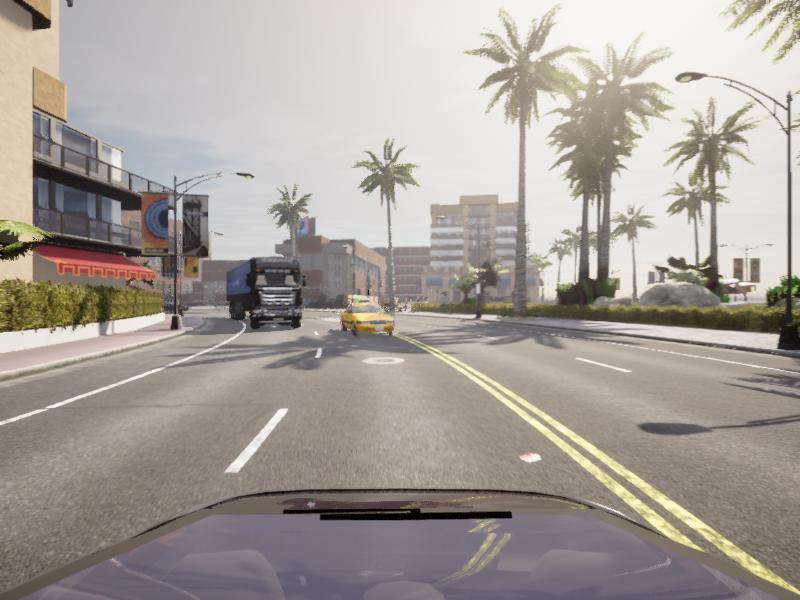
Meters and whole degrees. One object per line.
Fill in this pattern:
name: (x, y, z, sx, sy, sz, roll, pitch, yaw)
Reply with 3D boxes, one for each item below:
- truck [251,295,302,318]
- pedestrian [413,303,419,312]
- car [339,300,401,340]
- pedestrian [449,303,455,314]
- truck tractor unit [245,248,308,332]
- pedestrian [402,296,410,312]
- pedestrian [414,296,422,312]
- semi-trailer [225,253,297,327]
truck: (-12.244, 0.563, 39.405, 2.390, 2.098, 6.274, 0, 0, -42)
pedestrian: (1.846, 0.871, 46.087, 0.500, 1.100, 0.500, 0, 0, -21)
car: (-1.616, 0.806, 18.960, 1.801, 1.575, 5.366, 0, 0, -17)
pedestrian: (5.328, 0.866, 41.007, 0.500, 1.100, 0.500, 0, 0, -28)
truck tractor unit: (-7.483, -0.508, 23.614, 3.053, 4.208, 6.516, 0, 0, -22)
pedestrian: (0.743, 0.492, 48.526, 0.751, 1.860, 0.751, 0, 0, -40)
pedestrian: (2.130, 0.491, 47.035, 0.751, 1.860, 0.751, 0, 0, -18)
semi-trailer: (-11.142, -0.599, 30.615, 2.717, 4.402, 14.254, 0, 0, -29)
